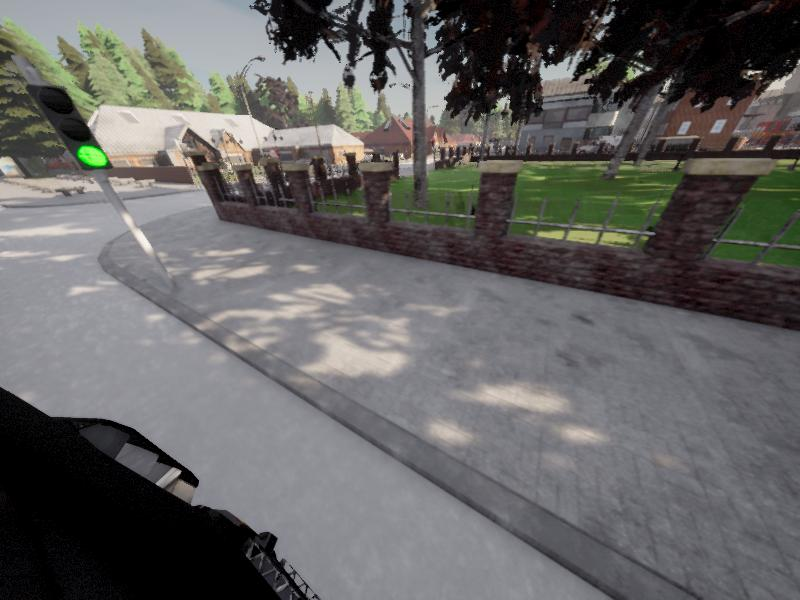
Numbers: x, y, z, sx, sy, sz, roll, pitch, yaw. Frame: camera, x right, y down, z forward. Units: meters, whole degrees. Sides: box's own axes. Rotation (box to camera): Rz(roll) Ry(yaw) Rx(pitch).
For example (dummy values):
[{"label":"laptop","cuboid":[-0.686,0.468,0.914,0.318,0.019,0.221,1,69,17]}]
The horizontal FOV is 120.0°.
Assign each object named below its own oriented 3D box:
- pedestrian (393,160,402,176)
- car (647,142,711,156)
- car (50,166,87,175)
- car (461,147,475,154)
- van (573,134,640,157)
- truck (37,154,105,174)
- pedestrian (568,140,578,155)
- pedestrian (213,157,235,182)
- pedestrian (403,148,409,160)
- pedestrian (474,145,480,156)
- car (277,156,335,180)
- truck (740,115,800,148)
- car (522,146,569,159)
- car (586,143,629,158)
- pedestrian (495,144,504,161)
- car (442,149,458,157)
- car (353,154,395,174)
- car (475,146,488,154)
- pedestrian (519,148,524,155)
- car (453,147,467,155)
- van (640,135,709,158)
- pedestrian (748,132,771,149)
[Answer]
[{"label":"pedestrian","cuboid":[-0.219,-11.107,19.478,0.500,1.100,0.500,16,38,26]},{"label":"car","cuboid":[34.935,-19.041,29.158,4.718,1.301,1.895,18,39,28]},{"label":"car","cuboid":[-77.971,-30.541,54.405,1.895,1.301,4.718,16,38,26]},{"label":"car","cuboid":[17.801,-39.097,60.374,2.163,1.488,4.792,16,38,26]},{"label":"van","cuboid":[28.584,-21.581,32.386,6.366,2.431,2.351,16,38,26]},{"label":"truck","cuboid":[-80.530,-33.541,56.812,2.891,3.827,8.468,16,38,26]},{"label":"pedestrian","cuboid":[27.735,-24.466,37.060,0.751,1.860,0.751,13,37,23]},{"label":"pedestrian","cuboid":[-15.599,-11.577,20.509,0.751,1.860,0.751,17,38,27]},{"label":"pedestrian","cuboid":[1.176,-26.793,42.351,0.751,1.860,0.751,17,38,27]},{"label":"pedestrian","cuboid":[15.672,-30.542,47.063,0.751,1.860,0.751,23,41,33]},{"label":"car","cuboid":[-8.889,-12.853,22.405,2.242,1.667,4.611,17,38,26]},{"label":"truck","cuboid":[58.639,-25.994,35.774,2.891,3.827,8.468,16,38,26]},{"label":"car","cuboid":[20.689,-20.954,32.903,5.357,1.411,2.033,17,38,27]},{"label":"car","cuboid":[26.522,-19.160,29.686,3.633,1.501,1.845,15,37,25]},{"label":"pedestrian","cuboid":[13.392,-19.861,31.088,0.751,1.860,0.751,16,38,26]},{"label":"car","cuboid":[11.022,-32.335,50.730,1.994,1.385,4.181,16,38,26]},{"label":"car","cuboid":[-2.628,-14.635,24.795,1.882,1.535,5.008,16,38,26]},{"label":"car","cuboid":[20.134,-37.013,57.024,1.882,1.535,5.008,16,38,26]},{"label":"pedestrian","cuboid":[21.386,-26.032,40.531,0.500,1.100,0.500,16,38,26]},{"label":"car","cuboid":[14.507,-35.911,55.676,1.851,1.617,3.988,16,38,26]},{"label":"van","cuboid":[31.666,-17.806,26.888,4.442,1.987,1.775,15,37,24]},{"label":"pedestrian","cuboid":[50.461,-22.387,32.410,0.751,1.860,0.751,11,36,19]}]
